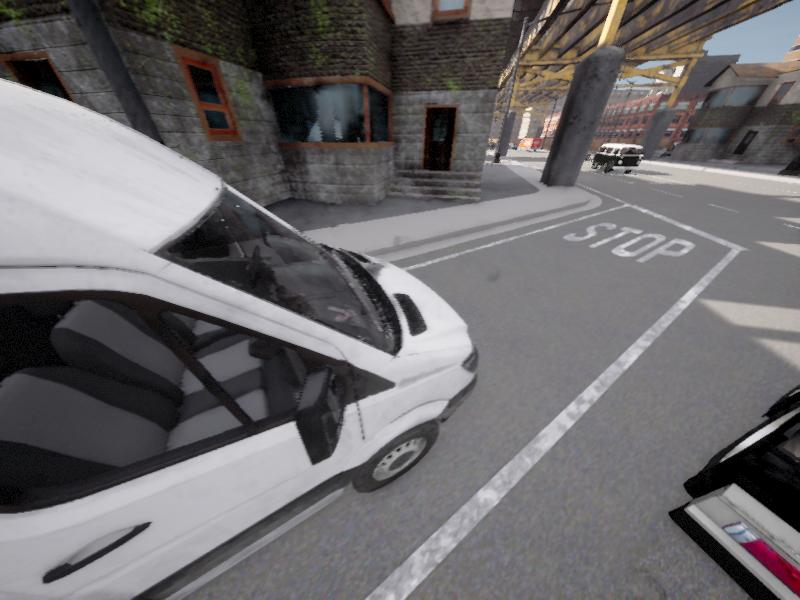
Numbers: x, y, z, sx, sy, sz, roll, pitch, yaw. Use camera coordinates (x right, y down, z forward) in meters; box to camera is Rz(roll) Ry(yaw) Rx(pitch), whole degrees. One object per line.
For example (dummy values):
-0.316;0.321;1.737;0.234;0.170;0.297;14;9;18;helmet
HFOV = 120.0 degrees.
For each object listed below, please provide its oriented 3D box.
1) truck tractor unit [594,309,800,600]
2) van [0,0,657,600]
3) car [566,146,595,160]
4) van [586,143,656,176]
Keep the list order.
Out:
5.220;-0.173;0.602;6.516;4.208;3.053;-13;37;-18;truck tractor unit
-2.145;0.480;1.055;5.915;2.561;1.988;-18;39;-24;van
25.617;-21.037;32.996;1.845;1.501;3.633;8;36;11;car
18.191;-11.932;19.453;2.069;2.038;4.480;8;36;11;van
